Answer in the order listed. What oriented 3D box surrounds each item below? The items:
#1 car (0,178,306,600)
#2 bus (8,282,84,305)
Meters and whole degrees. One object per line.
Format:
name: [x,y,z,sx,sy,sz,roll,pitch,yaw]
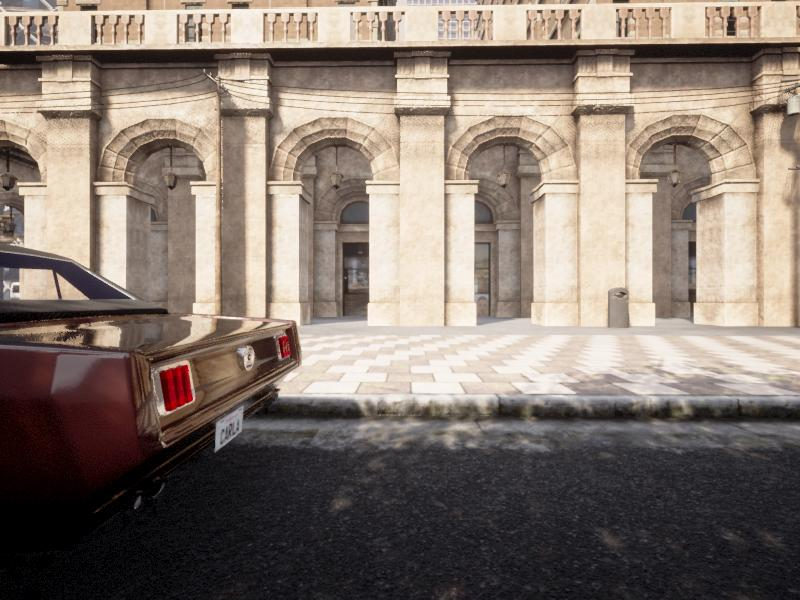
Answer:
car: [-3.058,0.338,2.008,4.718,1.301,1.895,0,0,1]
bus: [-65.692,-1.139,74.471,10.273,4.253,3.944,0,0,-6]
